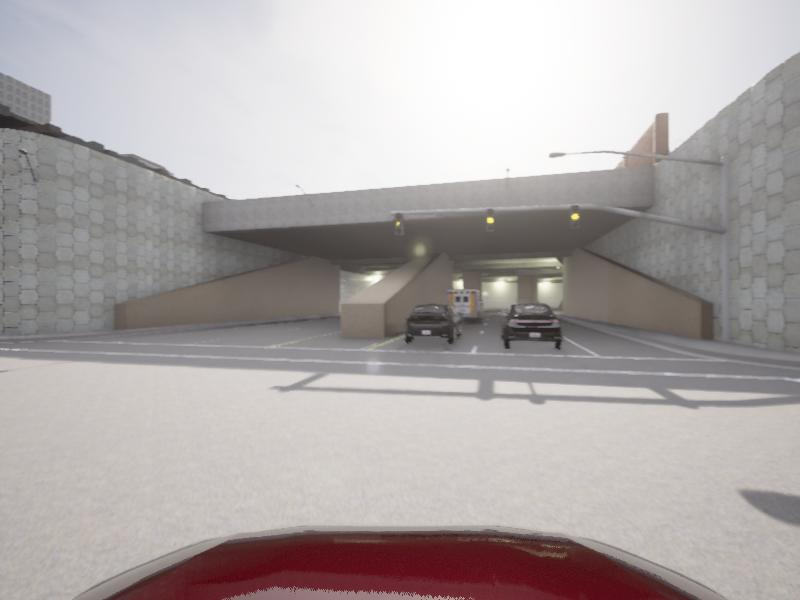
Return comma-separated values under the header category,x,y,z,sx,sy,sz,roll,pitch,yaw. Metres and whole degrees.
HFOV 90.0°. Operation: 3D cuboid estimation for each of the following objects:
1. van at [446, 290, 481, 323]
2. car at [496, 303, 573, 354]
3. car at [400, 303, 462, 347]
category,x,y,z,sx,sy,sz,roll,pitch,yaw
van,5.270,0.465,32.533,2.351,2.431,6.366,0,0,13
car,4.634,0.866,14.546,2.128,1.511,4.902,0,0,13
car,1.458,0.891,16.391,1.837,1.490,4.892,0,0,13
